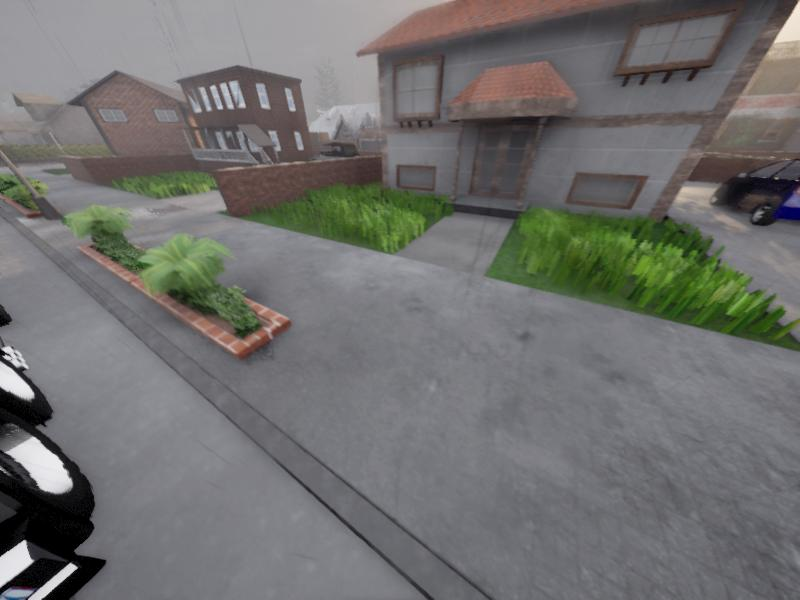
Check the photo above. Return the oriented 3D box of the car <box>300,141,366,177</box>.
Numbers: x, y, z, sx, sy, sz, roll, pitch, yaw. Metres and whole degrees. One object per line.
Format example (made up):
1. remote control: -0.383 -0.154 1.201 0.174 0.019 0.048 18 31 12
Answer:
1. car: -4.501 -9.658 15.740 3.866 1.878 1.905 18 39 25

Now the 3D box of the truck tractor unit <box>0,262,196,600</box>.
1. truck tractor unit: -5.106 -0.304 0.799 6.516 4.208 3.053 18 39 25

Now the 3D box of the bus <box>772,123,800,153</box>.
1. bus: 70.759 -27.230 38.768 3.944 4.253 10.273 18 39 25

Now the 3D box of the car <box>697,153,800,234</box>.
1. car: 10.734 -3.045 6.343 1.845 1.501 3.633 18 39 25
